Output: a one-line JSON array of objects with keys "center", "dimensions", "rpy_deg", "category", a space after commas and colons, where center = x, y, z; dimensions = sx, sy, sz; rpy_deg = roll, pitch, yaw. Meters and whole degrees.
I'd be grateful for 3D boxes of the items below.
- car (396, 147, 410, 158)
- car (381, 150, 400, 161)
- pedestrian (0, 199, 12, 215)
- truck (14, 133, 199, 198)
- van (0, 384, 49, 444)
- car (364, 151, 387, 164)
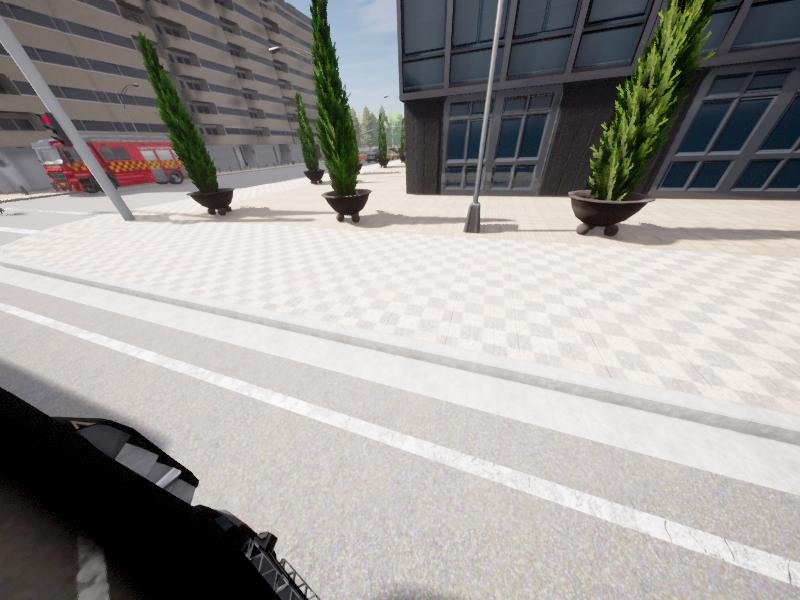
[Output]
[{"center": [0.761, -32.210, 50.479], "dimensions": [1.905, 1.878, 3.866], "rpy_deg": [9, 35, 17], "category": "car"}, {"center": [-1.707, -28.039, 44.682], "dimensions": [1.801, 1.575, 5.366], "rpy_deg": [9, 35, 17], "category": "car"}, {"center": [-21.368, -5.252, 11.662], "dimensions": [0.751, 1.860, 0.751], "rpy_deg": [-12, 35, -13], "category": "pedestrian"}, {"center": [-23.213, -11.555, 19.533], "dimensions": [2.891, 3.827, 8.468], "rpy_deg": [9, 35, 17], "category": "truck"}, {"center": [-6.109, 0.531, 1.814], "dimensions": [4.442, 1.987, 1.775], "rpy_deg": [9, 35, 17], "category": "van"}, {"center": [-4.030, -24.212, 39.158], "dimensions": [2.007, 1.525, 4.514], "rpy_deg": [9, 35, 17], "category": "car"}]
